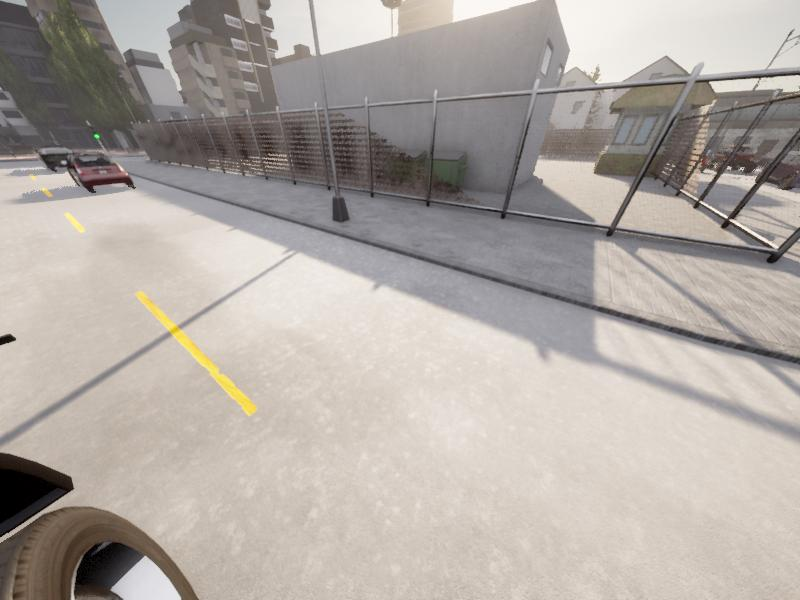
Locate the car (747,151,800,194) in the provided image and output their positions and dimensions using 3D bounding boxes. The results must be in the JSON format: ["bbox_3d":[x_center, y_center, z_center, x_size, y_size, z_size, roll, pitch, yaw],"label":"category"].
[{"bbox_3d":[22.195,-7.003,12.596,2.033,1.649,4.856,23,41,28],"label":"car"}]

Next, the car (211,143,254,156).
[{"bbox_3d":[-24.663,-22.349,34.219,1.812,1.442,4.674,22,41,28],"label":"car"}]

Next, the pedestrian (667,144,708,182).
[{"bbox_3d":[17.135,-8.197,13.834,0.751,1.860,0.751,29,44,34],"label":"pedestrian"}]

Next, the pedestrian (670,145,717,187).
[{"bbox_3d":[15.407,-7.065,12.200,0.751,1.860,0.751,28,43,33],"label":"pedestrian"}]

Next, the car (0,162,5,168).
[{"bbox_3d":[-35.514,-11.114,18.167,4.193,1.474,1.816,-6,36,-9],"label":"car"}]

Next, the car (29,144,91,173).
[{"bbox_3d":[-27.477,-11.523,18.658,5.238,1.638,1.930,23,41,28],"label":"car"}]

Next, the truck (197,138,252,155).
[{"bbox_3d":[-27.469,-24.356,36.481,2.390,2.098,6.274,22,41,28],"label":"truck"}]

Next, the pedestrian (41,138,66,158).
[{"bbox_3d":[-39.811,-17.463,26.593,0.751,1.860,0.751,28,44,34],"label":"pedestrian"}]

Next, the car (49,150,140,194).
[{"bbox_3d":[-15.866,-6.775,12.029,3.988,1.617,1.851,22,41,28],"label":"car"}]
